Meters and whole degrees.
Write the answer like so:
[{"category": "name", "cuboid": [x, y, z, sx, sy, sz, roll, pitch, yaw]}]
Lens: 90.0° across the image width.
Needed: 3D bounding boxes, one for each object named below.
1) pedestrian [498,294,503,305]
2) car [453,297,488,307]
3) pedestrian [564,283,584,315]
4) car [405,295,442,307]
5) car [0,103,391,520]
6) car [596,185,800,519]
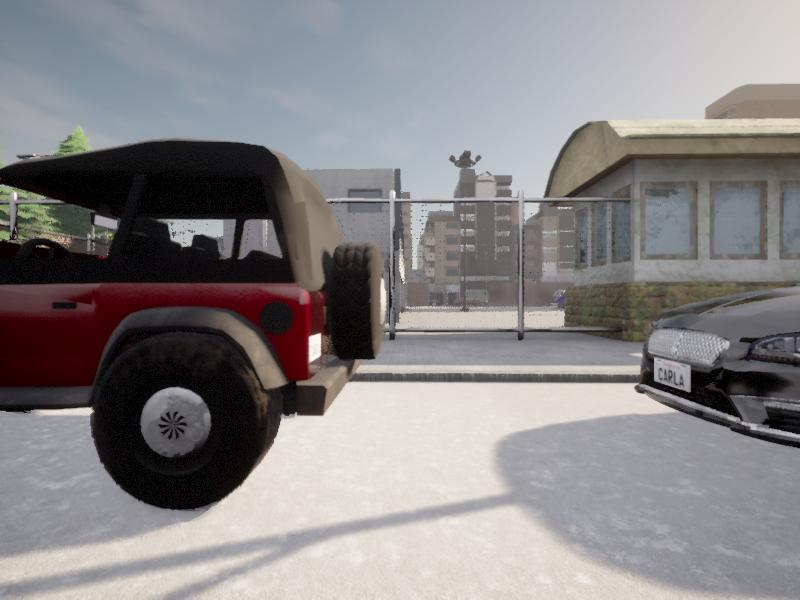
[{"category": "pedestrian", "cuboid": [16.019, -0.070, 63.496, 0.751, 1.860, 0.751, 0, 0, 11]}, {"category": "car", "cuboid": [9.808, 0.268, 56.091, 4.674, 1.442, 1.812, 0, 0, 1]}, {"category": "pedestrian", "cuboid": [10.171, -0.066, 23.427, 0.751, 1.860, 0.751, 0, 0, -12]}, {"category": "car", "cuboid": [3.273, 0.172, 56.275, 5.238, 1.638, 1.930, 0, 0, 2]}, {"category": "car", "cuboid": [-2.034, 0.047, 2.794, 3.866, 1.878, 1.905, 0, 0, 1]}, {"category": "car", "cuboid": [4.277, 0.235, 2.653, 4.902, 1.511, 2.128, 0, 0, 1]}]
